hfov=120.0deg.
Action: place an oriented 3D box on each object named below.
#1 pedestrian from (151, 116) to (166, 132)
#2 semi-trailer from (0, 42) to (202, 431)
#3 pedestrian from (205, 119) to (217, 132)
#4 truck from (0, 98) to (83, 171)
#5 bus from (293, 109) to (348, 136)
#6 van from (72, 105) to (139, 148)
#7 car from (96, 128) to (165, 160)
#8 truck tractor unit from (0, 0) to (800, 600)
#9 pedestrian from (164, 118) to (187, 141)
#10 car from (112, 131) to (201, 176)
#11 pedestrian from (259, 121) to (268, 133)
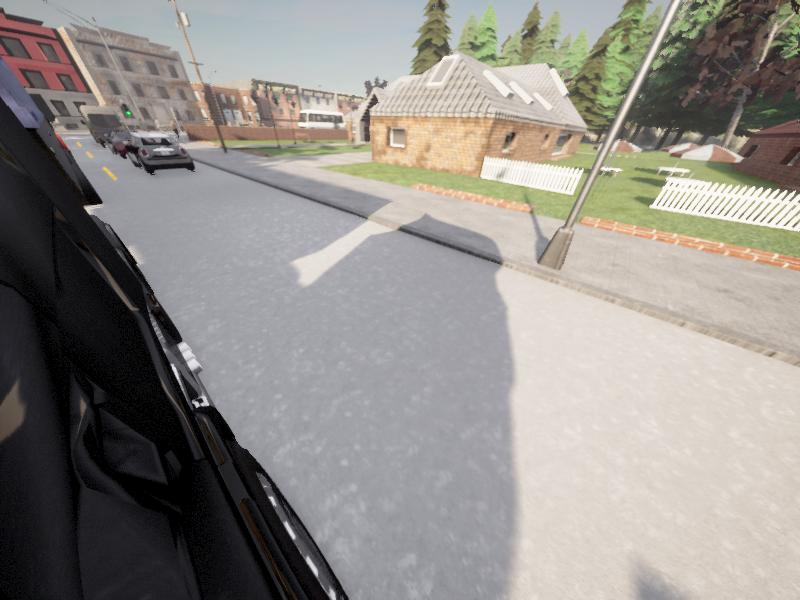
[{"bbox_3d":[-37.591,-27.340,35.905,0.751,1.860,0.751,24,42,26],"label":"pedestrian"},{"bbox_3d":[-8.702,-3.609,4.214,14.254,4.402,2.717,28,44,30],"label":"semi-trailer"},{"bbox_3d":[-33.110,-30.598,40.536,0.751,1.860,0.751,23,41,24],"label":"pedestrian"},{"bbox_3d":[-18.741,-8.210,11.286,5.204,2.467,2.627,29,44,28],"label":"truck"},{"bbox_3d":[-16.610,-37.939,49.605,3.944,4.253,10.273,28,44,30],"label":"bus"},{"bbox_3d":[-24.311,-14.317,19.053,5.915,2.561,1.988,29,44,30],"label":"van"},{"bbox_3d":[-17.415,-10.170,14.944,4.181,1.385,1.994,28,44,30],"label":"car"},{"bbox_3d":[-2.645,-0.295,0.351,6.516,4.208,3.053,28,44,30],"label":"truck tractor unit"},{"bbox_3d":[-22.573,-17.117,23.232,0.751,1.860,0.751,20,40,22],"label":"pedestrian"},{"bbox_3d":[-11.980,-7.299,11.377,3.806,1.475,1.970,28,44,30],"label":"car"},{"bbox_3d":[-27.609,-34.949,46.690,0.751,1.860,0.751,11,38,11],"label":"pedestrian"}]
